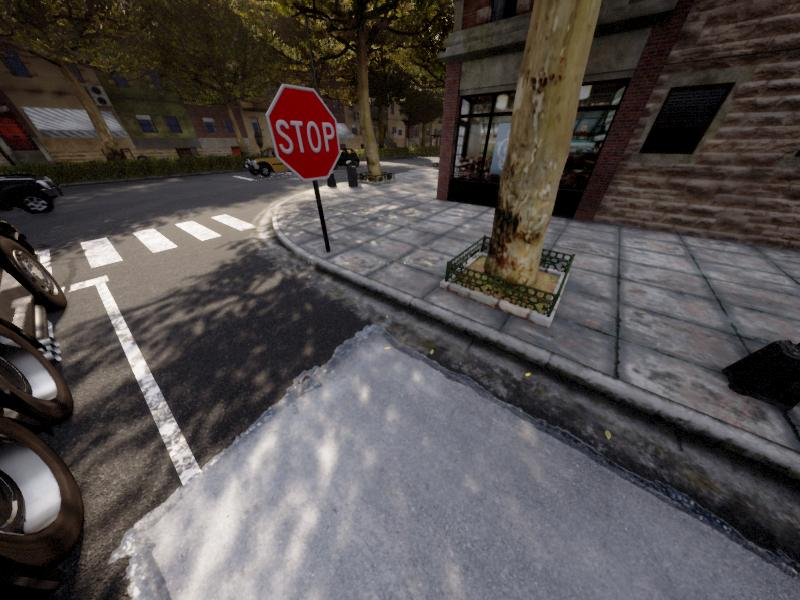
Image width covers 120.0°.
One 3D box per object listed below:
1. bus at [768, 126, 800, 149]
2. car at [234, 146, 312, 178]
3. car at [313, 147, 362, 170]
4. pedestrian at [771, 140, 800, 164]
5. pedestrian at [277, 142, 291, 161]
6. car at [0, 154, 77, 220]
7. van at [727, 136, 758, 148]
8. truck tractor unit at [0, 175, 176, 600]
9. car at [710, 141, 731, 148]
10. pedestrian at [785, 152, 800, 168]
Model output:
[{"bbox_3d":[93.067,-37.852,53.899,3.944,4.253,10.273,24,42,31],"label":"bus"},{"bbox_3d":[-9.641,-10.863,18.020,1.932,1.855,4.605,24,41,30],"label":"car"},{"bbox_3d":[-5.840,-13.558,22.096,1.851,1.617,3.988,24,42,31],"label":"car"},{"bbox_3d":[37.414,-14.271,22.259,0.751,1.860,0.751,22,40,28],"label":"pedestrian"},{"bbox_3d":[-13.637,-17.484,27.261,0.751,1.860,0.751,16,38,22],"label":"pedestrian"},{"bbox_3d":[-15.120,-3.655,7.717,1.932,1.855,4.605,24,42,31],"label":"car"},{"bbox_3d":[87.628,-40.413,59.212,2.351,2.431,6.366,24,42,31],"label":"van"},{"bbox_3d":[-4.951,-0.436,0.973,6.516,4.208,3.053,25,42,31],"label":"truck tractor unit"},{"bbox_3d":[84.597,-41.010,60.996,2.033,1.411,5.357,24,42,31],"label":"car"},{"bbox_3d":[32.635,-11.477,18.949,0.500,1.100,0.500,24,41,30],"label":"pedestrian"}]
